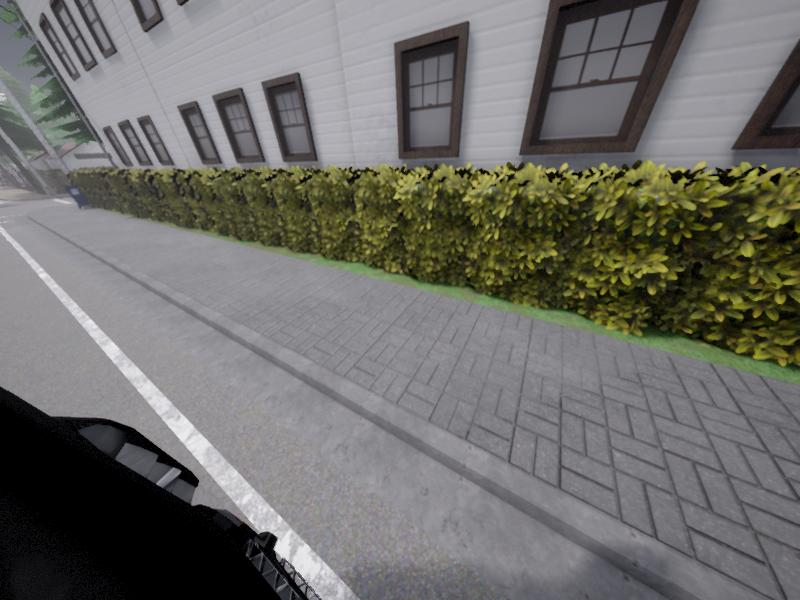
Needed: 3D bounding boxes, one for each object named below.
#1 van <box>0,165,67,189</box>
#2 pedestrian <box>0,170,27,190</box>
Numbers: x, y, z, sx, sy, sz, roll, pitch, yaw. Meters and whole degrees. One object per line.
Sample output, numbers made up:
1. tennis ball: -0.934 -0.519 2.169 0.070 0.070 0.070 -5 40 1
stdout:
1. van: -55.397 -18.207 34.146 2.351 2.431 6.366 16 38 27
2. pedestrian: -42.883 -13.282 25.525 0.751 1.860 0.751 11 36 20
